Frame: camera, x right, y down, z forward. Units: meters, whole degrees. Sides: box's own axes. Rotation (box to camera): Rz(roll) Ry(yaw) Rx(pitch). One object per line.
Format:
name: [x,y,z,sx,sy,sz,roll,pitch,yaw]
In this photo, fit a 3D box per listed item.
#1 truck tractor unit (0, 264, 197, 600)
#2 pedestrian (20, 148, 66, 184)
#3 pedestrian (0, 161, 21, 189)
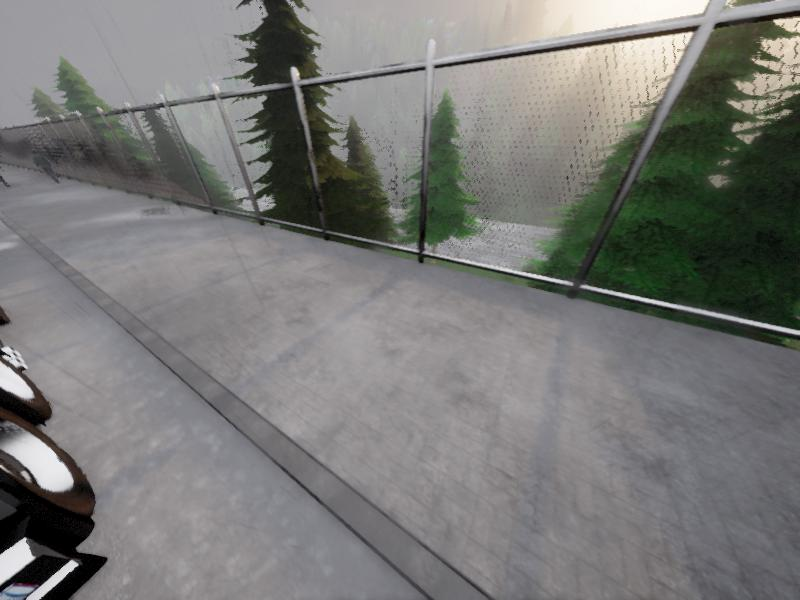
truck tractor unit: [-5.115,-0.294,0.793,6.516,4.208,3.053,18,39,24]
pedestrian: [-22.548,-8.499,14.657,0.751,1.860,0.751,27,43,34]
pedestrian: [-22.817,-7.310,12.949,0.751,1.860,0.751,-30,44,-35]
